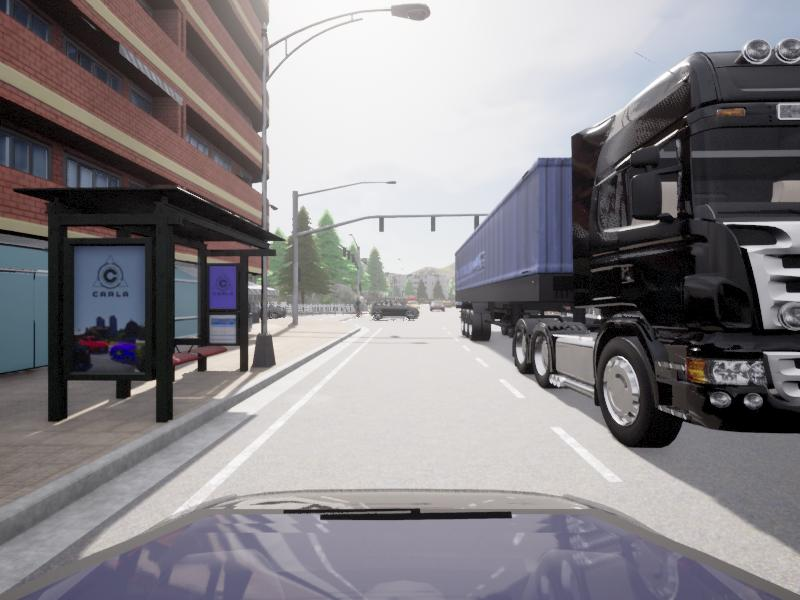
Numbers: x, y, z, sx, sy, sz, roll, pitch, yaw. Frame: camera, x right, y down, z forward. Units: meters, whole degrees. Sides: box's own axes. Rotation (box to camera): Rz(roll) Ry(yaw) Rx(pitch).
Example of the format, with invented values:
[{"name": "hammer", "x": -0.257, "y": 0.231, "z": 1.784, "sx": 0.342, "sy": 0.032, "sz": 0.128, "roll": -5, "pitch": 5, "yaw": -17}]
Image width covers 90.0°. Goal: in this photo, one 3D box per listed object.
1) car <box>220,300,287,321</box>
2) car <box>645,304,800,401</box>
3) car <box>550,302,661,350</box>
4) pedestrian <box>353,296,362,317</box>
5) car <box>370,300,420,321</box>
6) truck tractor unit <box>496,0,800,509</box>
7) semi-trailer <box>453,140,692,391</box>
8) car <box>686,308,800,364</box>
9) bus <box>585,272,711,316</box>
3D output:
[{"name": "car", "x": -10.865, "y": 0.773, "z": 30.044, "sx": 4.514, "sy": 1.525, "sz": 2.007, "roll": 0, "pitch": 0, "yaw": -12}, {"name": "car", "x": 7.280, "y": 0.845, "z": 8.035, "sx": 1.837, "sy": 1.490, "sz": 4.892, "roll": 0, "pitch": 0, "yaw": 2}, {"name": "car", "x": 7.494, "y": 0.845, "z": 15.241, "sx": 1.837, "sy": 1.490, "sz": 4.892, "roll": 0, "pitch": 0, "yaw": 2}, {"name": "pedestrian", "x": -3.919, "y": 0.590, "z": 36.999, "sx": 0.751, "sy": 1.860, "sz": 0.751, "roll": 0, "pitch": 0, "yaw": -4}, {"name": "car", "x": -0.379, "y": 0.778, "z": 30.696, "sx": 3.705, "sy": 1.549, "sz": 1.789, "roll": 0, "pitch": 0, "yaw": 0}, {"name": "truck tractor unit", "x": 3.726, "y": -0.516, "z": 6.257, "sx": 3.053, "sy": 4.208, "sz": 6.516, "roll": 0, "pitch": 0, "yaw": 2}, {"name": "semi-trailer", "x": 3.960, "y": -0.618, "z": 14.165, "sx": 2.717, "sy": 4.402, "sz": 14.254, "roll": 0, "pitch": 0, "yaw": 2}, {"name": "car", "x": 10.890, "y": 0.944, "z": 11.627, "sx": 1.895, "sy": 1.301, "sz": 4.718, "roll": 0, "pitch": 0, "yaw": 2}, {"name": "bus", "x": 24.878, "y": -0.589, "z": 40.654, "sx": 10.273, "sy": 4.253, "sz": 3.944, "roll": 0, "pitch": 0, "yaw": 1}]
